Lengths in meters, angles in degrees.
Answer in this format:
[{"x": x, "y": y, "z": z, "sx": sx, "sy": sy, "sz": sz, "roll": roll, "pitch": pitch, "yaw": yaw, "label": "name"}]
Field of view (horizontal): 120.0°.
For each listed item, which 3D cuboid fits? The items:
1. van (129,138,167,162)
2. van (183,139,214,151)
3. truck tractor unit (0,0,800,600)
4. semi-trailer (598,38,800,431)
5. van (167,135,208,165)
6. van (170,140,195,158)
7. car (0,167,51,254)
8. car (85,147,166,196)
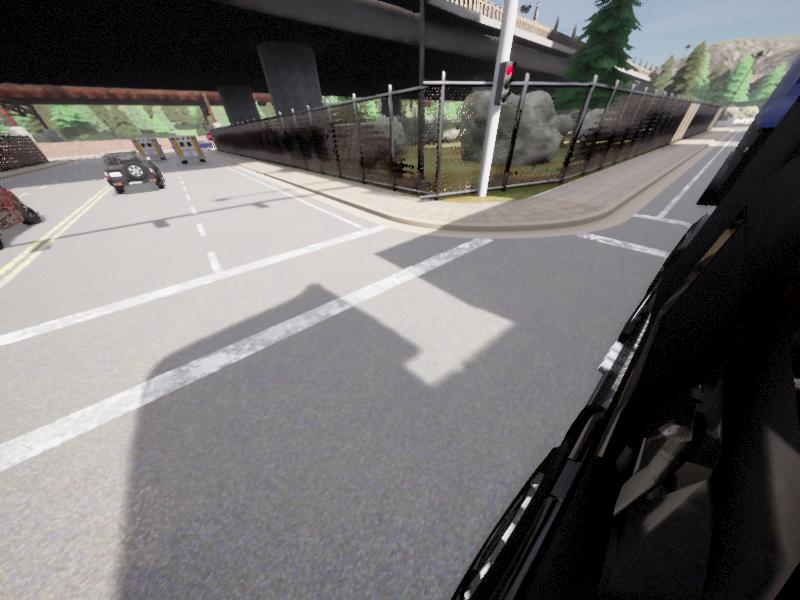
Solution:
[{"x": -33.469, "y": -20.168, "z": 30.914, "sx": 2.351, "sy": 2.431, "sz": 6.366, "roll": -28, "pitch": 43, "yaw": -30, "label": "van"}, {"x": -44.413, "y": -34.278, "z": 51.005, "sx": 4.442, "sy": 1.987, "sz": 1.775, "roll": -31, "pitch": 45, "yaw": -33, "label": "van"}, {"x": 2.645, "y": -0.295, "z": 0.352, "sx": 6.516, "sy": 4.208, "sz": 3.053, "roll": -28, "pitch": 44, "yaw": -30, "label": "truck tractor unit"}, {"x": 8.701, "y": -3.595, "z": 4.235, "sx": 14.254, "sy": 4.402, "sz": 2.717, "roll": -28, "pitch": 43, "yaw": -30, "label": "semi-trailer"}, {"x": -24.185, "y": -17.086, "z": 26.194, "sx": 2.351, "sy": 2.431, "sz": 6.366, "roll": -28, "pitch": 43, "yaw": -30, "label": "van"}, {"x": -31.942, "y": -22.194, "z": 33.931, "sx": 1.775, "sy": 1.987, "sz": 4.442, "roll": -28, "pitch": 43, "yaw": -30, "label": "van"}, {"x": -12.357, "y": -2.237, "z": 6.063, "sx": 2.242, "sy": 1.667, "sz": 4.611, "roll": -28, "pitch": 43, "yaw": -30, "label": "car"}, {"x": -14.877, "y": -7.290, "z": 12.863, "sx": 1.932, "sy": 1.855, "sz": 4.605, "roll": -28, "pitch": 43, "yaw": -30, "label": "car"}]
